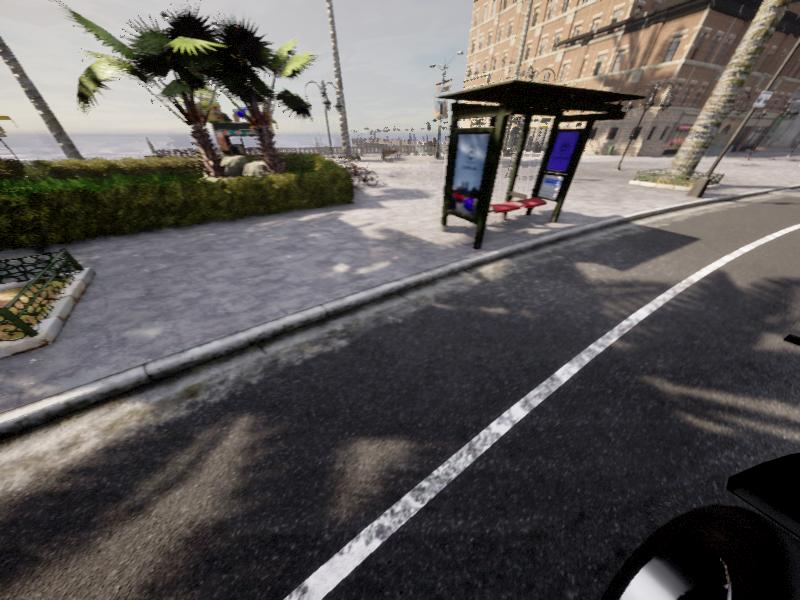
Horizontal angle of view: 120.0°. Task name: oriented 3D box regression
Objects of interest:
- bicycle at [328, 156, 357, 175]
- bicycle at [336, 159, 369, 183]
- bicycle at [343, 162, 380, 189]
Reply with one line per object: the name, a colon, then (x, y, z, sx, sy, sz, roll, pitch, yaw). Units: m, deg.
bicycle: (-3.735, -8.754, 15.033, 1.643, 1.024, 0.373, -13, 38, -18)
bicycle: (-2.594, -7.134, 12.757, 1.643, 1.024, 0.373, -13, 38, -18)
bicycle: (-1.833, -6.054, 11.240, 1.643, 1.024, 0.373, -13, 38, -18)
